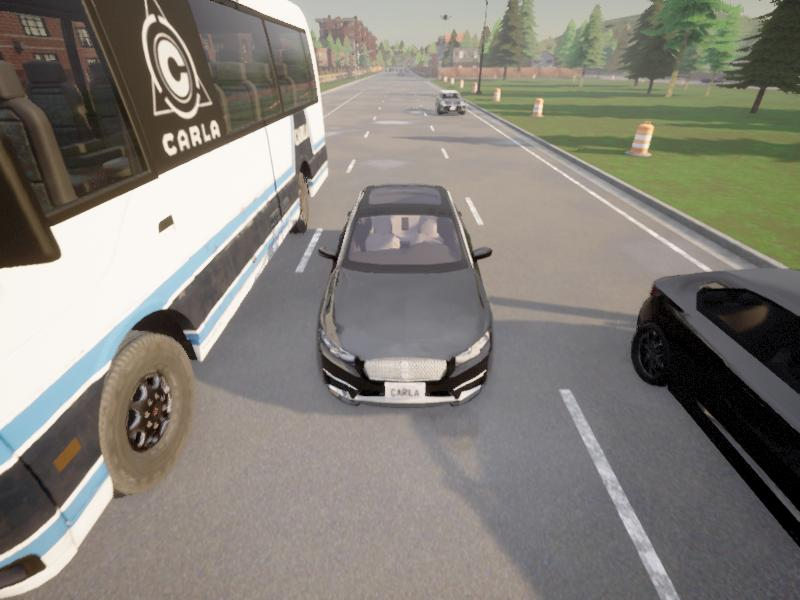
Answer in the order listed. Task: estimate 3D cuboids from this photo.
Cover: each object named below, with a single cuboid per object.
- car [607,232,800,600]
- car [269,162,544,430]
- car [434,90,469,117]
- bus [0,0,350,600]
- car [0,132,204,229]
[{"bbox_3d":[3.528,0.957,2.896,1.816,1.474,4.193,0,30,0],"label":"car"},{"bbox_3d":[0.065,-0.643,5.593,2.128,1.511,4.902,0,30,0],"label":"car"},{"bbox_3d":[3.566,-14.076,28.561,1.970,1.475,3.806,0,30,0],"label":"car"},{"bbox_3d":[-3.348,-2.149,5.451,3.944,4.253,10.273,0,30,0],"label":"bus"},{"bbox_3d":[-6.972,-3.191,10.083,1.994,1.385,4.181,-1,30,-1],"label":"car"}]
